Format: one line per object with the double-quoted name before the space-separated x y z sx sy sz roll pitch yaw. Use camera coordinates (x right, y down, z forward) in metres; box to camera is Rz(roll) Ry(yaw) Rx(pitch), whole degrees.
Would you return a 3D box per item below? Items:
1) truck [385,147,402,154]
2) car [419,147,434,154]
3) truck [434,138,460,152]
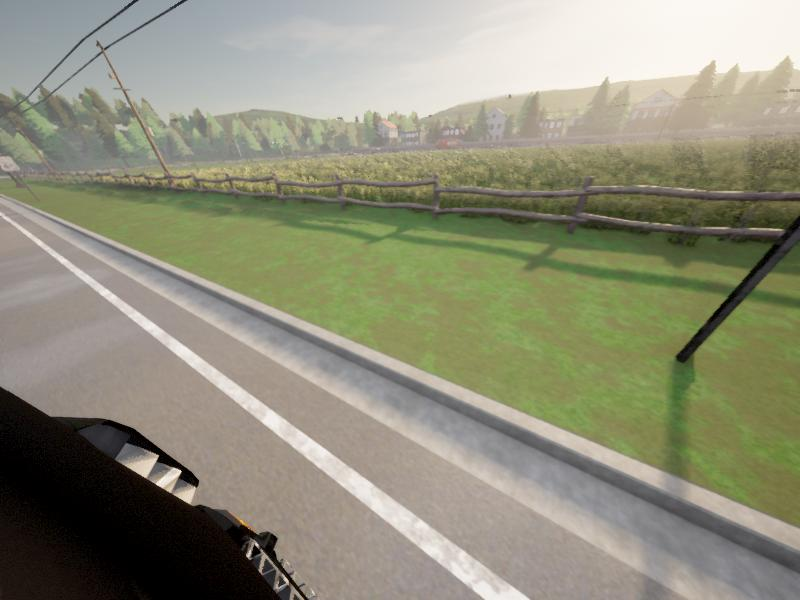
"truck" -2.544 -58.555 90.387 6.274 2.098 2.390 16 38 26
"car" 8.824 -50.551 77.977 4.611 1.667 2.242 16 38 26
"truck" 16.890 -55.900 83.330 8.468 3.827 2.891 16 38 26
